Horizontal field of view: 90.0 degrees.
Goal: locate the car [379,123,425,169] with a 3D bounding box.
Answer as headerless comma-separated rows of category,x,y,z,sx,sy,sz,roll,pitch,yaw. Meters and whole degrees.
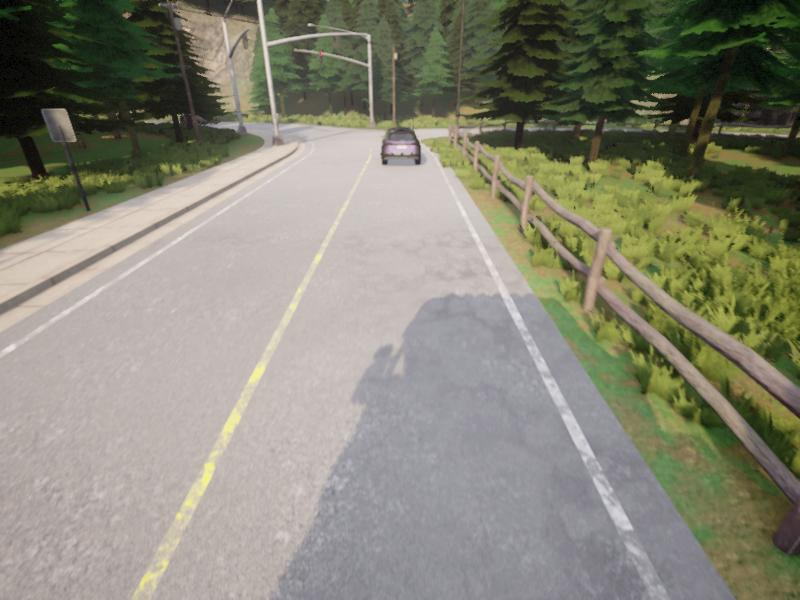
car,0.015,-7.895,20.181,2.033,1.649,4.856,-1,27,-2

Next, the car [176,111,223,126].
car,-22.197,-20.140,44.391,4.181,1.385,1.994,8,28,15
